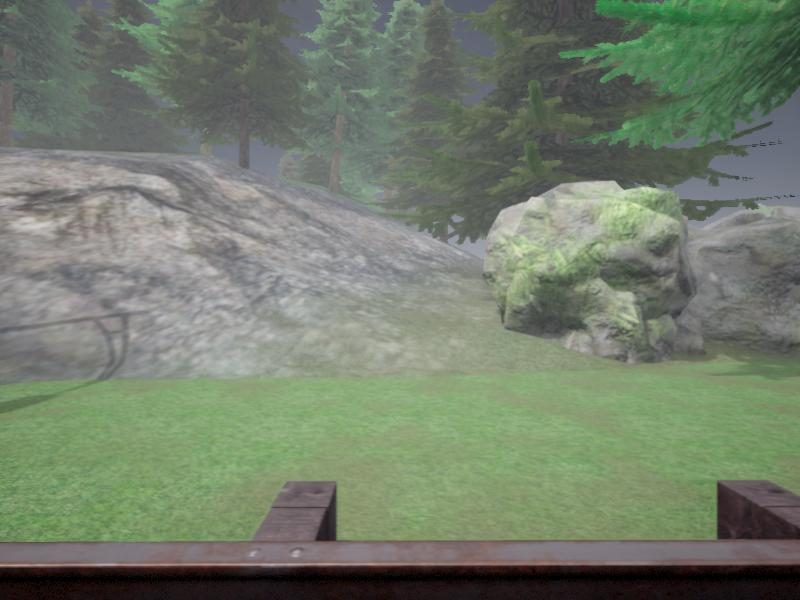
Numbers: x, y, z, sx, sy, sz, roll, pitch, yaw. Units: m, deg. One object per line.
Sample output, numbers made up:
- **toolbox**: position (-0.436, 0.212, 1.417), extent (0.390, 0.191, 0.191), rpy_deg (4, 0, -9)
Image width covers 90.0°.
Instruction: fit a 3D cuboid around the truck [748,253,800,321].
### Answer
- **truck**: position (23.787, -0.719, 21.371), extent (2.891, 3.827, 8.468), rpy_deg (0, 0, -1)
